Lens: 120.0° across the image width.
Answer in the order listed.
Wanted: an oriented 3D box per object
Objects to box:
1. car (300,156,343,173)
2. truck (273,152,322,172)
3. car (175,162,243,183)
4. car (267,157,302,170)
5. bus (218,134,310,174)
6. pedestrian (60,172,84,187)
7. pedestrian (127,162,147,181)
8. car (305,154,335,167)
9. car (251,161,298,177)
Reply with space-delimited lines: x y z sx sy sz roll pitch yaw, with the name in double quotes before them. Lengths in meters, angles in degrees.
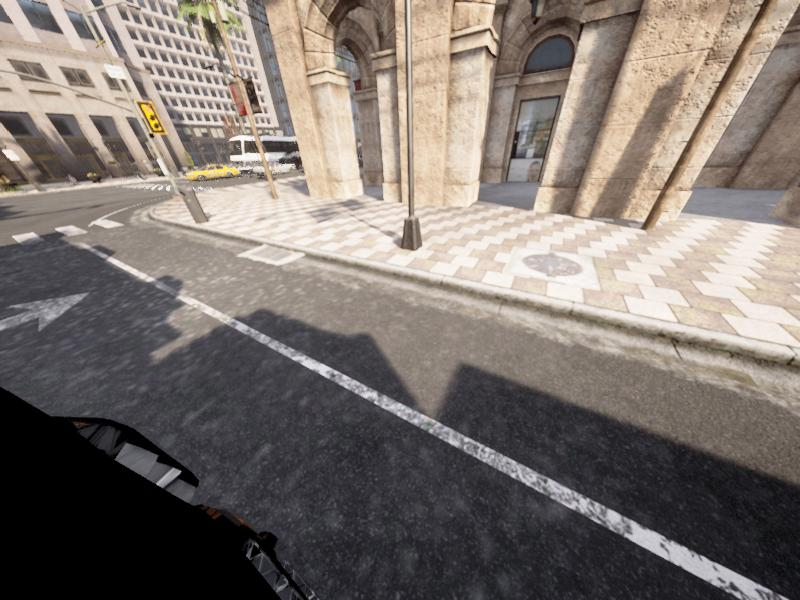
"car" -10.022 -17.602 29.922 2.128 1.511 4.902 16 38 26
"truck" -15.003 -20.626 34.350 2.390 2.098 6.274 16 38 26
"car" -21.096 -14.340 25.847 1.801 1.575 5.366 16 38 26
"car" -19.523 -23.251 39.234 2.163 1.488 4.792 15 38 26
"bus" -18.997 -21.163 33.561 3.944 4.253 10.273 16 36 26
"pedestrian" -35.164 -12.898 24.753 0.751 1.300 0.751 9 35 18
"pedestrian" -31.731 -15.524 27.923 0.751 1.860 0.751 -25 39 -29
"car" -14.267 -25.064 41.357 2.242 1.667 4.611 16 38 26
"car" -15.246 -16.163 28.374 1.895 1.301 4.718 16 38 26
